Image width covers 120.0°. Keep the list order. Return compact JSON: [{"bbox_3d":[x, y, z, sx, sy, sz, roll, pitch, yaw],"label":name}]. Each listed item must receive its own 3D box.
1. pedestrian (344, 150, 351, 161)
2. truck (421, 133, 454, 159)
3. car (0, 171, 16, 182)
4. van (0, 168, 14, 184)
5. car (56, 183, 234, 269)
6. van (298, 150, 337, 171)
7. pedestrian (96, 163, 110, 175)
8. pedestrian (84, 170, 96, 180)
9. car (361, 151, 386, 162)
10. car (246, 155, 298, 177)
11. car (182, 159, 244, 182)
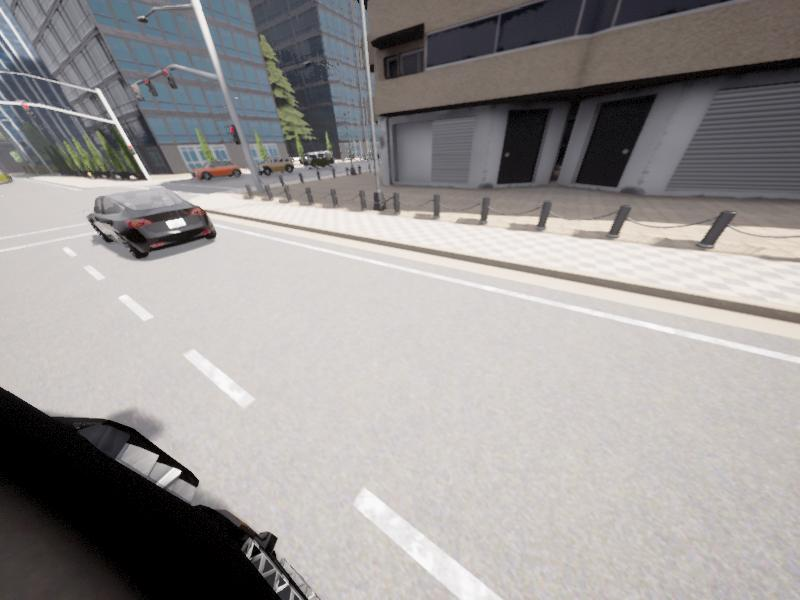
[{"bbox_3d":[-10.567,-29.098,46.473,0.751,1.860,0.751,5,34,12],"label":"pedestrian"},{"bbox_3d":[7.207,-29.311,43.968,2.891,3.827,8.468,17,39,27],"label":"truck"},{"bbox_3d":[-69.868,-21.591,40.446,4.514,1.525,2.007,17,38,27],"label":"car"},{"bbox_3d":[-62.256,-19.095,35.689,4.442,1.987,1.775,21,41,32],"label":"van"},{"bbox_3d":[-7.730,-2.532,7.028,4.792,1.488,2.163,17,38,27],"label":"car"},{"bbox_3d":[-11.092,-18.988,31.432,2.069,2.038,4.480,17,40,27],"label":"van"},{"bbox_3d":[-54.848,-24.307,42.726,0.751,1.860,0.751,-29,42,-34],"label":"pedestrian"},{"bbox_3d":[-42.318,-17.042,31.550,0.500,1.100,0.500,16,38,26],"label":"pedestrian"},{"bbox_3d":[-5.101,-27.929,44.925,2.128,1.511,4.902,17,39,27],"label":"car"},{"bbox_3d":[-14.675,-15.607,26.781,1.932,1.855,4.605,17,39,27],"label":"car"},{"bbox_3d":[-20.145,-14.200,25.160,2.097,1.767,4.553,18,39,28],"label":"car"}]
